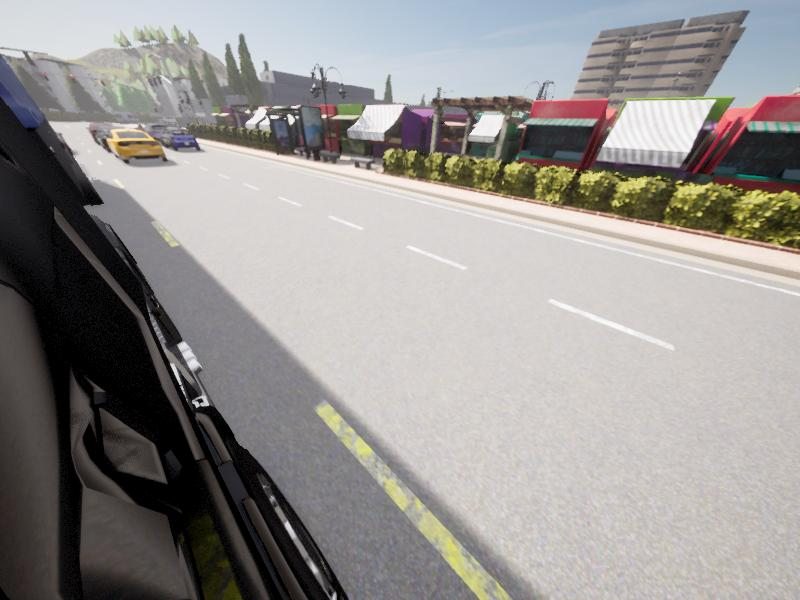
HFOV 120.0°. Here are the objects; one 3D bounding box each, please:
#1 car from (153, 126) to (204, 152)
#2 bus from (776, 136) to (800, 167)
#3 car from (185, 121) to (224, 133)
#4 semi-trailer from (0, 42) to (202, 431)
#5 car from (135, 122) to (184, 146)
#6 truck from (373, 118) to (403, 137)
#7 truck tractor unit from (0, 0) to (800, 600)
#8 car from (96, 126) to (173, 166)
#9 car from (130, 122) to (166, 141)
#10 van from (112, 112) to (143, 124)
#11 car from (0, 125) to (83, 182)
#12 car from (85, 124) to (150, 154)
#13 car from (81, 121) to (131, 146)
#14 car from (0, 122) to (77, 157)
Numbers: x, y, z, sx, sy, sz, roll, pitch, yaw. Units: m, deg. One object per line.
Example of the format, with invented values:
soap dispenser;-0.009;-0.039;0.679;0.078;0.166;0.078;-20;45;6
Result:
car;-18.135;-13.187;18.903;4.193;1.474;1.816;29;44;30
bus;53.183;-18.620;28.243;3.944;4.253;10.273;28;44;30
car;-36.155;-32.027;42.833;2.152;1.651;5.027;31;45;32
semi-trailer;-8.701;-3.603;4.224;14.254;4.402;2.717;28;44;30
car;-23.087;-15.946;22.153;4.856;1.649;2.033;29;44;30
truck;-3.241;-47.401;63.618;2.891;3.827;8.468;29;44;31
truck tractor unit;-2.645;-0.295;0.351;6.516;4.208;3.053;28;44;30
car;-15.662;-9.135;13.590;5.008;1.535;1.882;28;44;30
car;-27.588;-18.438;25.282;3.633;1.501;1.845;31;45;32
van;-76.244;-50.953;64.811;1.988;2.561;5.915;-1;37;-5
car;-15.977;-6.526;10.054;5.366;1.575;1.801;28;44;30
car;-20.777;-11.875;16.977;4.792;1.488;2.163;29;44;30
car;-25.968;-14.716;20.402;5.008;1.535;1.882;29;44;30
car;-22.854;-10.231;14.650;4.792;1.488;2.163;29;44;30
